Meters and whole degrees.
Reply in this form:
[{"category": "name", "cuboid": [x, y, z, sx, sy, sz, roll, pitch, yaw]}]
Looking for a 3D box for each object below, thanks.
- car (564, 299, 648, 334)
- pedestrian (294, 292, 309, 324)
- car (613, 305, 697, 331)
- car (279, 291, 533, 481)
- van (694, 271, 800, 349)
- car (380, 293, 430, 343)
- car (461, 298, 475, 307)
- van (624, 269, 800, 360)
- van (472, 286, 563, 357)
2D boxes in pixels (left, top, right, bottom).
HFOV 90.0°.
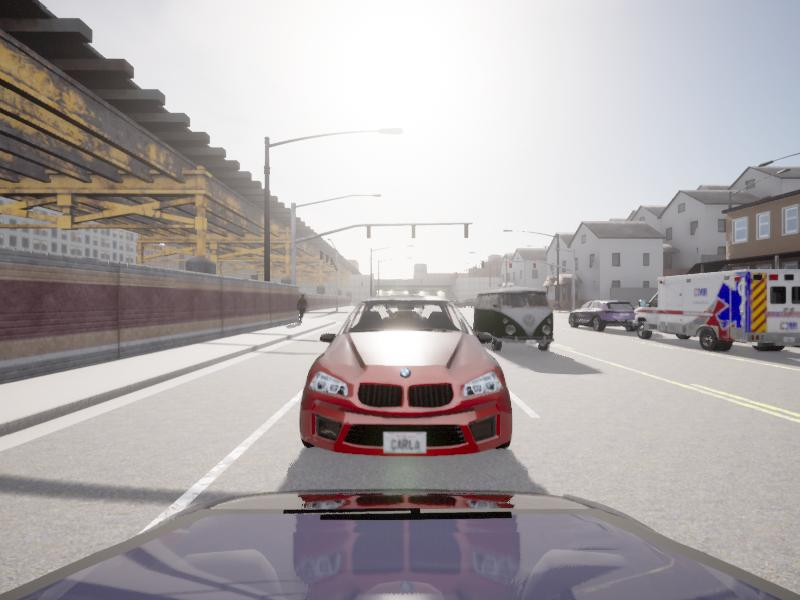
[{"category": "car", "cuboid": [10.773, 0.778, 21.404, 2.033, 1.649, 4.856, 0, 0, 1]}, {"category": "pedestrian", "cuboid": [-5.808, 0.485, 23.655, 0.751, 1.860, 0.751, 0, 0, -3]}, {"category": "car", "cuboid": [14.186, 0.944, 22.643, 1.895, 1.301, 4.718, 0, 0, 2]}, {"category": "car", "cuboid": [0.086, 0.756, 5.836, 2.242, 1.667, 4.611, 0, 0, 1]}, {"category": "van", "cuboid": [14.186, 0.322, 15.030, 1.988, 2.561, 5.915, 0, 0, 1]}, {"category": "car", "cuboid": [0.219, 0.642, 17.079, 1.905, 1.878, 3.866, 0, 1, 1]}, {"category": "car", "cuboid": [15.089, 0.572, 88.748, 2.150, 2.045, 5.566, 0, 0, 1]}, {"category": "van", "cuboid": [10.684, 0.378, 13.842, 2.351, 2.431, 6.366, 0, 0, 1]}, {"category": "van", "cuboid": [3.677, 0.599, 13.362, 1.775, 1.987, 4.442, 0, 0, 1]}]
